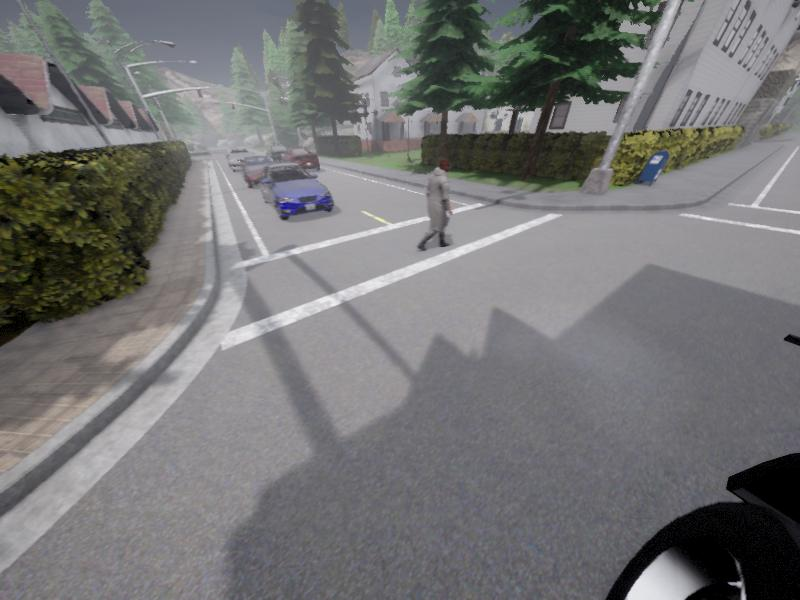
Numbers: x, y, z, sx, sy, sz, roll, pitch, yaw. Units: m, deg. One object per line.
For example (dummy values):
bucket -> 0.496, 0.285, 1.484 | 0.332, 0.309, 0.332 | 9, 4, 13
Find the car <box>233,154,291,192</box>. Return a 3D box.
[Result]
car -> -8.016, -7.431, 13.260 | 1.994, 1.385, 4.181 | -22, 41, -26

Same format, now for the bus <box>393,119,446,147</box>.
bus -> 4.108, -34.063, 47.163 | 10.273, 4.253, 3.944 | -23, 41, -26

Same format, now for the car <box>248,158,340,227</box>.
car -> -4.004, -4.146, 8.477 | 1.816, 1.474, 4.193 | -23, 41, -27

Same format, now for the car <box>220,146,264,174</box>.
car -> -13.377, -11.927, 19.464 | 2.152, 1.651, 5.027 | -23, 41, -27

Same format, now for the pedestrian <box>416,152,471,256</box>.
pedestrian -> 0.832, -1.986, 4.893 | 0.751, 1.860, 0.751 | -10, 37, -11

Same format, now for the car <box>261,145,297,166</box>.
car -> -12.159, -14.514, 23.068 | 1.882, 1.535, 5.008 | -23, 41, -27

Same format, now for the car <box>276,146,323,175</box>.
car -> -7.952, -11.034, 18.098 | 1.882, 1.535, 5.008 | -23, 41, -27
